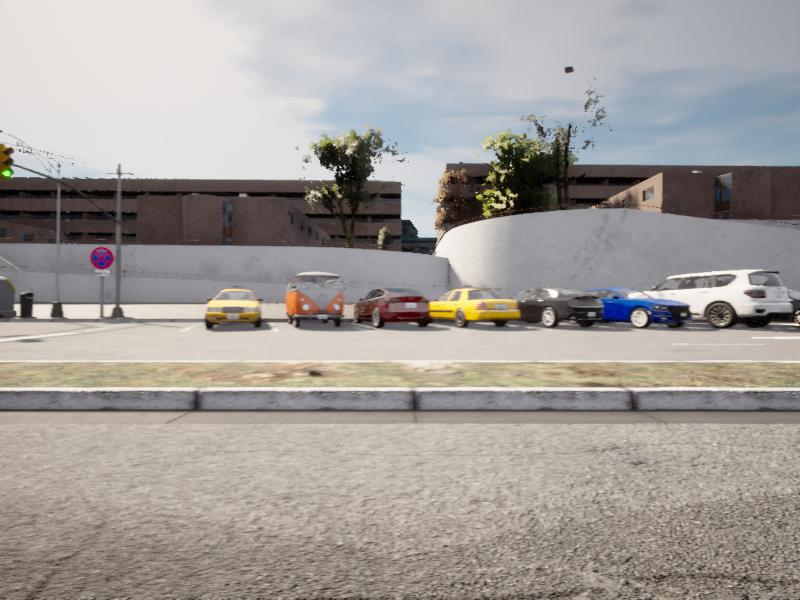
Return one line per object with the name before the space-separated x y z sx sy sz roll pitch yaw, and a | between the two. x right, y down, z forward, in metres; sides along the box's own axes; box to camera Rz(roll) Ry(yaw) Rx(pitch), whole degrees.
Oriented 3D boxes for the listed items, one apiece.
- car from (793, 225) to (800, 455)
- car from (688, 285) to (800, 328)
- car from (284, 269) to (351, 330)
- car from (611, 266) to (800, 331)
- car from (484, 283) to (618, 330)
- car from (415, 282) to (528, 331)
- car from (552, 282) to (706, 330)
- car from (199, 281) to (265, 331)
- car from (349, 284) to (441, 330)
car | 4.656 0.256 1.699 4.193 1.474 1.816 0 0 0
car | 14.513 0.258 15.600 2.231 1.521 4.892 1 -1 -20
car | -3.343 0.009 15.497 1.878 1.987 4.442 1 -1 -20
car | 11.512 -0.003 15.622 2.435 2.045 5.566 0 -1 -20
car | 5.561 0.241 15.590 2.231 1.521 4.892 0 -1 -20
car | 2.514 0.237 15.773 1.946 1.575 5.366 0 -1 -20
car | 8.547 0.243 15.601 2.097 1.535 5.008 1 -1 -20
car | -6.302 0.231 15.432 1.946 1.575 5.366 1 -1 -20
car | -0.416 0.267 15.627 2.163 1.488 4.792 0 -1 -20
